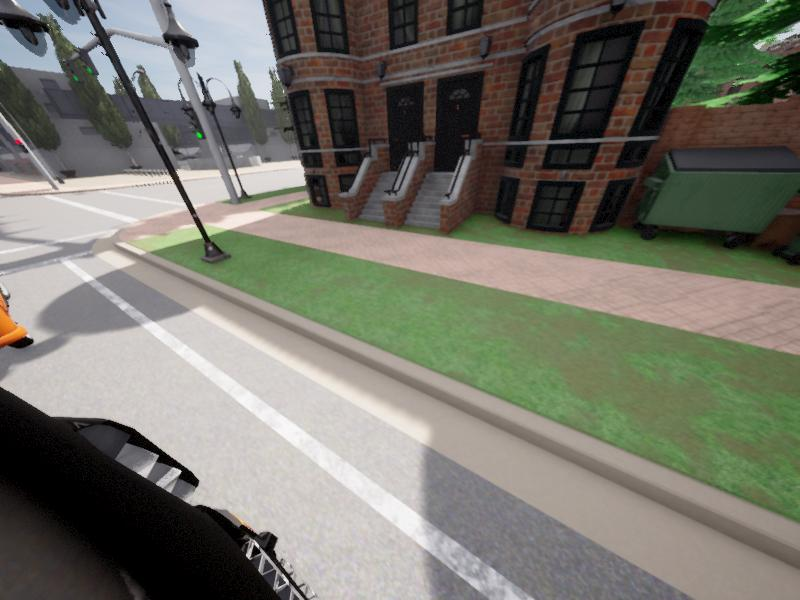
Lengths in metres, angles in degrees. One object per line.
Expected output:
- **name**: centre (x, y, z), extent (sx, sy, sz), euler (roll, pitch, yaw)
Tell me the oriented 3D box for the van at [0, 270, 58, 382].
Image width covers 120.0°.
- **van**: centre (-6.883, -0.202, 2.818), extent (4.442, 1.987, 1.775), euler (16, 38, 26)
